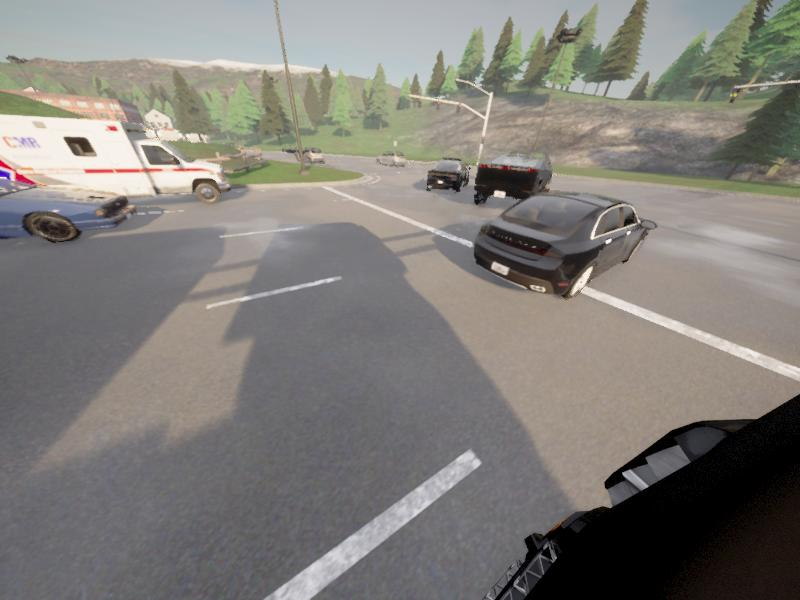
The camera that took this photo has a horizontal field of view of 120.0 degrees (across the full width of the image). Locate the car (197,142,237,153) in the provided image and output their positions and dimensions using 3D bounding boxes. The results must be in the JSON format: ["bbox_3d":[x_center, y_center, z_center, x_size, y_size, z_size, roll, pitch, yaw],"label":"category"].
[{"bbox_3d":[-32.527,-27.246,41.186,5.357,1.411,2.033,4,34,2],"label":"car"}]

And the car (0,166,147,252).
[{"bbox_3d":[-9.558,-1.900,4.825,5.357,1.411,2.033,-16,38,-26],"label":"car"}]

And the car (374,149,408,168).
[{"bbox_3d":[-1.139,-17.056,27.795,1.851,1.617,3.988,-27,44,-36],"label":"car"}]

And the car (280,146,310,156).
[{"bbox_3d":[-18.893,-26.839,41.538,4.718,1.301,1.895,14,35,16],"label":"car"}]

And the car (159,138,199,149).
[{"bbox_3d":[-44.307,-31.399,46.408,5.238,1.638,1.930,-3,34,-8],"label":"car"}]

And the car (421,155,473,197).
[{"bbox_3d":[3.039,-7.728,14.107,1.930,1.638,5.238,14,36,15],"label":"car"}]

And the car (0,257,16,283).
[{"bbox_3d":[-7.917,-0.186,2.249,3.633,1.501,1.845,-16,38,-26],"label":"car"}]

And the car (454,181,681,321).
[{"bbox_3d":[3.661,-1.466,4.935,4.892,1.490,1.837,-20,40,-29],"label":"car"}]

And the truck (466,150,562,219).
[{"bbox_3d":[5.616,-5.779,10.954,2.390,2.098,6.274,23,39,26],"label":"truck"}]

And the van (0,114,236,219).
[{"bbox_3d":[-9.715,-4.529,7.810,6.366,2.431,2.351,-16,38,-26],"label":"van"}]

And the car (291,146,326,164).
[{"bbox_3d":[-10.837,-17.175,27.351,3.988,1.617,1.851,26,40,31],"label":"car"}]
